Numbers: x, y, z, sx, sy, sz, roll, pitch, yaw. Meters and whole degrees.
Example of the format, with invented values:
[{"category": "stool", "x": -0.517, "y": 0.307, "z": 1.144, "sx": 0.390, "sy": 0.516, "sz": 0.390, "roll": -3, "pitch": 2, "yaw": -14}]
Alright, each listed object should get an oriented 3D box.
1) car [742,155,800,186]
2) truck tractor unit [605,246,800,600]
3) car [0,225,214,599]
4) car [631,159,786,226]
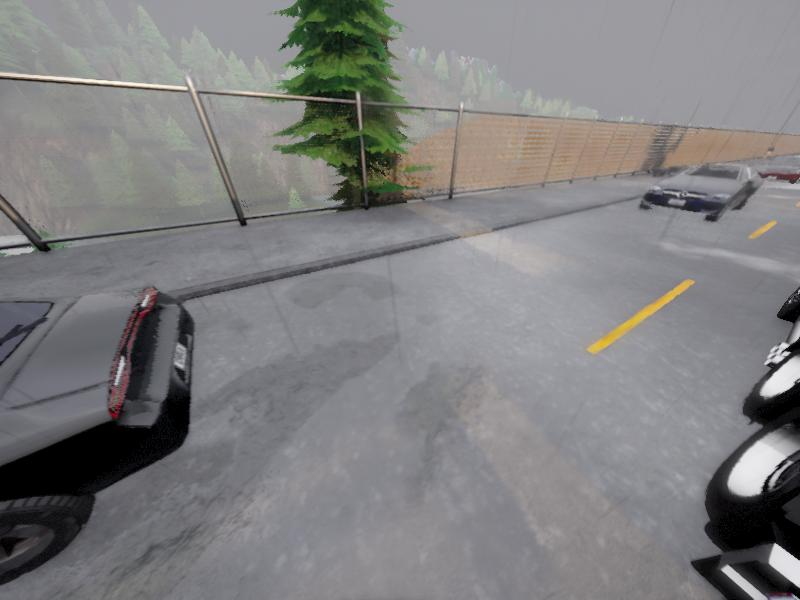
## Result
[{"category": "car", "x": 26.414, "y": -8.997, "z": 15.846, "sx": 4.792, "sy": 1.488, "sz": 2.163, "roll": -18, "pitch": 39, "yaw": -24}, {"category": "truck tractor unit", "x": 5.078, "y": -0.333, "z": 0.820, "sx": 6.516, "sy": 4.208, "sz": 3.053, "roll": -20, "pitch": 40, "yaw": -25}, {"category": "car", "x": -4.147, "y": 1.139, "z": 0.984, "sx": 4.974, "sy": 1.542, "sz": 2.038, "roll": -21, "pitch": 41, "yaw": -28}, {"category": "car", "x": 11.796, "y": -4.327, "z": 8.890, "sx": 5.027, "sy": 1.651, "sz": 2.152, "roll": -18, "pitch": 39, "yaw": -24}]
